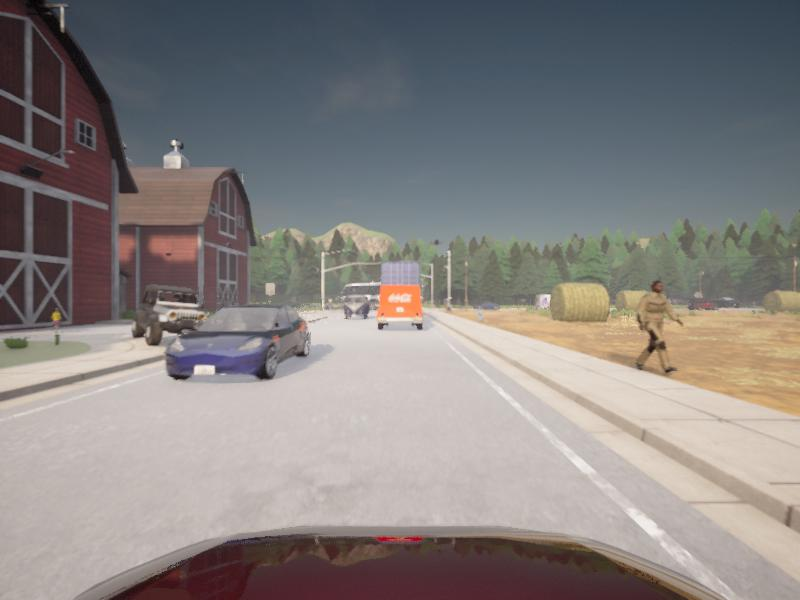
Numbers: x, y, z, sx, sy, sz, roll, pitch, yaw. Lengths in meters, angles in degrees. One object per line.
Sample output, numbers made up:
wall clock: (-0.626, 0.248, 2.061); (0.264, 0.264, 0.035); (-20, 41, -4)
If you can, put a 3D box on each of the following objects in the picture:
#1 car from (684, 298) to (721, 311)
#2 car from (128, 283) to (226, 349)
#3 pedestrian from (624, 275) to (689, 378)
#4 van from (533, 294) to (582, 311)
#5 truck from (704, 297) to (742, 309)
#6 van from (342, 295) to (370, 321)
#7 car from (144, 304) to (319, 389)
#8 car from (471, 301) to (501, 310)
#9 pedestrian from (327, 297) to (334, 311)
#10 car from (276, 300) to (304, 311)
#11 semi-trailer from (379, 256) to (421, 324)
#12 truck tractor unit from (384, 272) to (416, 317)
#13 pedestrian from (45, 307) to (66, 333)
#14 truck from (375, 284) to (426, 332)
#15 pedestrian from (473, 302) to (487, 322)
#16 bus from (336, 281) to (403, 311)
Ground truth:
car: (44.359, 0.651, 58.725); (3.866, 1.878, 1.905); (0, 0, 1)
car: (-7.661, 0.483, 13.579); (1.905, 1.878, 3.866); (8, -3, -42)
pedestrian: (4.916, 0.482, 7.709); (0.751, 1.860, 0.751); (0, 0, -8)
van: (23.219, 0.384, 59.108); (6.366, 2.431, 2.351); (0, 0, 1)
truck: (59.174, 0.508, 73.506); (2.390, 2.098, 6.274); (0, 0, 4)
van: (-3.495, 0.587, 32.623); (1.775, 1.987, 4.442); (0, 0, 0)
car: (-3.495, 0.849, 9.550); (2.163, 1.488, 4.792); (0, 0, 0)
car: (13.476, 0.912, 62.788); (4.181, 1.385, 1.994); (0, 0, 1)
pedestrian: (-9.363, 0.477, 53.983); (0.751, 1.860, 0.751); (0, 0, -2)
car: (-16.383, 0.821, 59.832); (3.705, 1.549, 1.789); (0, 0, 1)
semi-trailer: (0.010, -0.628, 33.029); (2.717, 4.402, 14.254); (0, 0, 0)
truck tractor unit: (0.003, -0.540, 40.940); (3.053, 4.208, 6.516); (0, 0, 0)
pedestrian: (-15.027, 0.865, 17.443); (0.500, 1.100, 0.500); (0, 0, -1)
truck: (0.012, 0.359, 23.384); (2.627, 2.467, 5.204); (0, 1, 0)
pedestrian: (5.146, 0.756, 25.724); (0.751, 1.300, 0.751); (0, 0, 25)
bus: (-4.893, -0.547, 62.017); (10.273, 4.253, 3.944); (0, -3, 39)
